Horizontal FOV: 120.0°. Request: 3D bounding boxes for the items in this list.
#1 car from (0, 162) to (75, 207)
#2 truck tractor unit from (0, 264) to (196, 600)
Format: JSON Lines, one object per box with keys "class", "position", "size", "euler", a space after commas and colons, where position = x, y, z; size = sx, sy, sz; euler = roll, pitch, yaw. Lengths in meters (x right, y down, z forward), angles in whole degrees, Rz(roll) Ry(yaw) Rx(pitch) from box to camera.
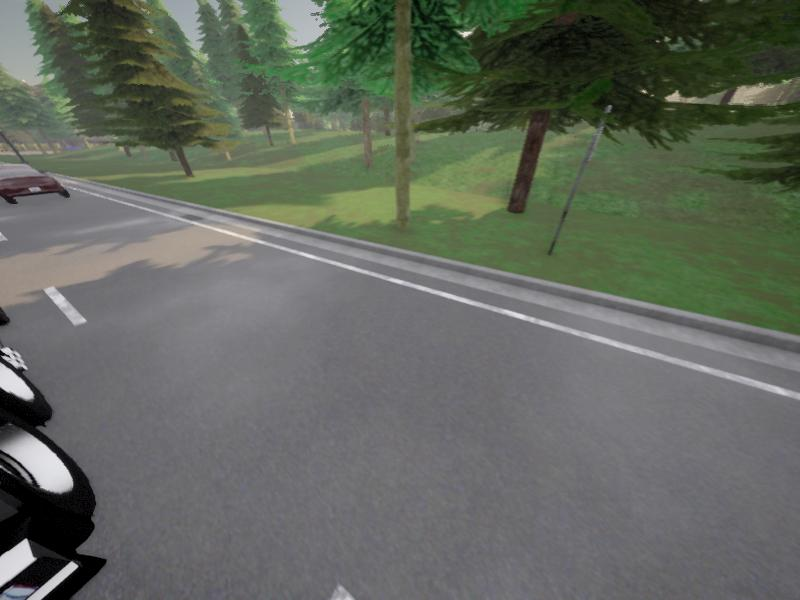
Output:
{"class": "car", "position": [-18.390, -5.747, 11.225], "size": [4.674, 1.442, 1.812], "euler": [18, 39, 24]}
{"class": "truck tractor unit", "position": [-5.111, -0.300, 0.797], "size": [6.516, 4.208, 3.053], "euler": [18, 38, 24]}
